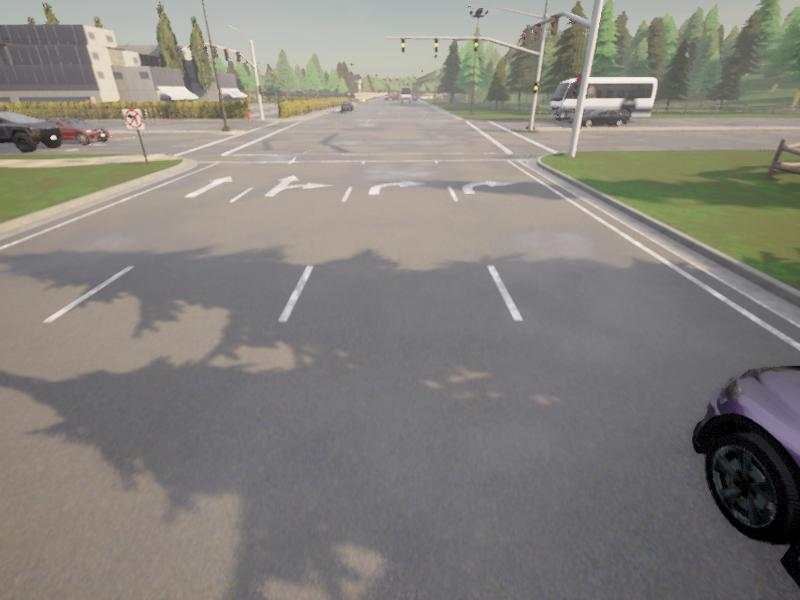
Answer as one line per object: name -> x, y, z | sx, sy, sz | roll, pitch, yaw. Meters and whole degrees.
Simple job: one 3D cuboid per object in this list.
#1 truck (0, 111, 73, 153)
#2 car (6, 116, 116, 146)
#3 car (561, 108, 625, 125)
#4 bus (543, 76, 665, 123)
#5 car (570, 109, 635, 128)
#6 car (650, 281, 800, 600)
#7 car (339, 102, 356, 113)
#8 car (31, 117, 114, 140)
truck -> -23.464, -9.824, 23.330 | 6.274, 2.098, 2.390 | -1, 28, -1
car -> -22.321, -11.241, 26.557 | 5.027, 1.651, 2.152 | -1, 28, 0
car -> 19.351, -18.481, 40.322 | 5.357, 1.411, 2.033 | -1, 28, -1
bus -> 21.376, -21.328, 42.678 | 10.273, 4.253, 3.944 | -1, 28, -1
car -> 18.715, -16.902, 37.186 | 4.892, 1.490, 1.837 | -1, 28, -1
car -> 3.509, 1.696, 1.459 | 2.033, 1.649, 4.856 | 0, 28, 0
car -> -8.868, -32.757, 67.881 | 2.128, 1.511, 4.902 | 0, 28, 0
car -> -24.175, -12.727, 29.702 | 4.181, 1.385, 1.994 | -1, 28, -1
